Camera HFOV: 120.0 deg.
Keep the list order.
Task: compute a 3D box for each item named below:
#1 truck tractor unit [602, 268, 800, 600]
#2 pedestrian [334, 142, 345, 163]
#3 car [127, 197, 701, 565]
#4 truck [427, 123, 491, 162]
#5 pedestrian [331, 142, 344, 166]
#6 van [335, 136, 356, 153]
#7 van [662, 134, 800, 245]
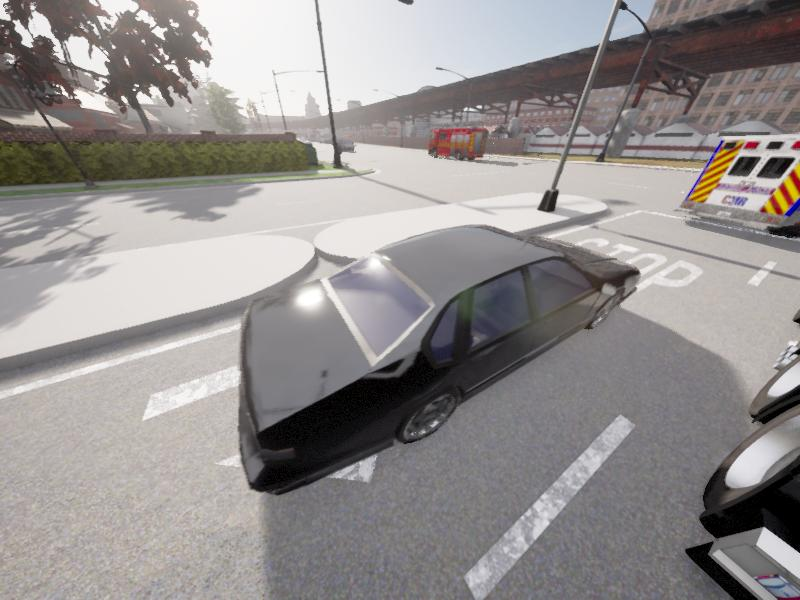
[{"bbox_3d":[5.121,-0.288,0.783,6.516,4.208,3.053,-18,39,-24],"label":"truck tractor unit"},{"bbox_3d":[-6.423,-15.767,24.646,0.751,1.860,0.751,-13,37,-18],"label":"pedestrian"},{"bbox_3d":[0.971,-0.109,2.938,5.357,1.411,2.033,-18,39,-24],"label":"car"},{"bbox_3d":[7.433,-21.100,30.974,2.891,3.827,8.468,-18,39,-24],"label":"truck"},{"bbox_3d":[-5.919,-13.785,21.805,0.751,1.860,0.751,-18,39,-24],"label":"pedestrian"},{"bbox_3d":[-10.931,-30.983,45.915,1.988,2.561,5.915,-18,40,-24],"label":"van"},{"bbox_3d":[12.544,-3.493,6.990,6.366,2.431,2.351,-7,34,-9],"label":"van"}]
